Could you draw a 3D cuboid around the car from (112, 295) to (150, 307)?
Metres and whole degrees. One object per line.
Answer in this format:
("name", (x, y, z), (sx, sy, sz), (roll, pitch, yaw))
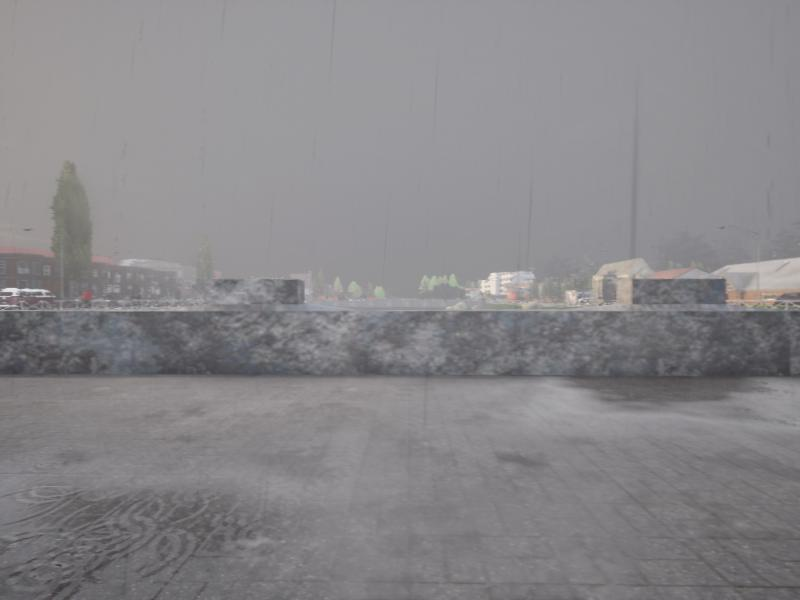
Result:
("car", (-38.357, 0.180, 57.228), (2.033, 1.649, 4.856), (0, 0, 1))

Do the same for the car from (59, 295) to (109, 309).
("car", (-38.510, 0.184, 48.973), (1.930, 1.638, 5.238), (0, 0, 1))

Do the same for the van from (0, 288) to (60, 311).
("van", (-34.727, -0.017, 37.368), (2.069, 2.038, 4.480), (0, 0, 1))

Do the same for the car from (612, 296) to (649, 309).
("car", (27.125, 0.292, 47.178), (1.994, 1.385, 4.181), (0, 0, 1))

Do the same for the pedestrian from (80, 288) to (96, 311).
("pedestrian", (-26.269, -0.055, 33.706), (0.751, 1.860, 0.751), (0, 0, 2))

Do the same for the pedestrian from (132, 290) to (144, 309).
("pedestrian", (-26.512, -0.057, 40.459), (0.751, 1.860, 0.751), (0, 0, 9))

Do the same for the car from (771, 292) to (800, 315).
("car", (26.728, 0.214, 26.036), (1.845, 1.501, 3.633), (0, 0, 1))

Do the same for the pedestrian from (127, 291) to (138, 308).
("pedestrian", (-29.124, -0.058, 43.539), (0.751, 1.860, 0.751), (0, 0, 12))

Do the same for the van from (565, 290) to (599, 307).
("van", (27.376, -0.239, 60.483), (2.351, 2.431, 6.366), (0, 0, 1))

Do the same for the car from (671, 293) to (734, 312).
("car", (26.912, 0.208, 35.858), (1.882, 1.535, 5.008), (0, 0, 1))

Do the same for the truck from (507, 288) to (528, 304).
("truck", (28.039, -0.945, 95.877), (2.891, 3.827, 8.468), (0, 0, 1))
